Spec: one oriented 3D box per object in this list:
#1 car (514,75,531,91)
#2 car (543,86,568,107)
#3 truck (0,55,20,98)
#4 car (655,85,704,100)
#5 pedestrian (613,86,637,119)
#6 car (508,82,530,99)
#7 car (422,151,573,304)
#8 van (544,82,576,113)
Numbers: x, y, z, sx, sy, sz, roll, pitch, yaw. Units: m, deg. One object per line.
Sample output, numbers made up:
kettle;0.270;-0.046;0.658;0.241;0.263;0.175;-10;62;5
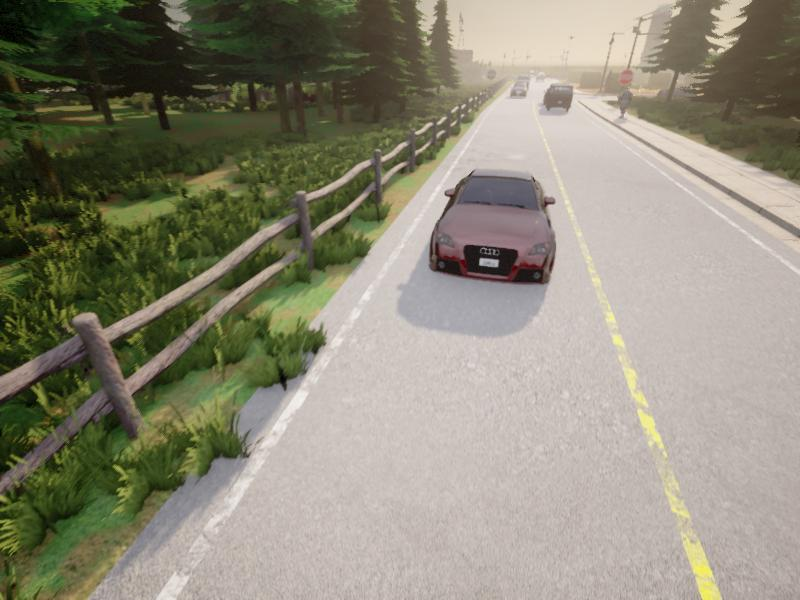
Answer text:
car;19.303;-34.124;62.829;2.150;2.045;5.566;9;32;14
car;14.883;-19.651;38.485;1.837;1.490;4.892;9;31;15
truck;-42.326;-21.432;38.463;2.891;3.827;8.468;0;30;-2
car;33.243;-24.795;47.774;4.181;1.385;1.994;7;31;10
pedestrian;14.797;-12.993;26.346;0.751;1.860;0.751;7;31;11
car;14.009;-24.600;46.953;2.128;1.511;4.902;9;31;14
car;1.843;-1.687;7.607;1.994;1.385;4.181;8;31;12
van;13.182;-16.859;33.180;1.775;1.987;4.442;8;31;13
